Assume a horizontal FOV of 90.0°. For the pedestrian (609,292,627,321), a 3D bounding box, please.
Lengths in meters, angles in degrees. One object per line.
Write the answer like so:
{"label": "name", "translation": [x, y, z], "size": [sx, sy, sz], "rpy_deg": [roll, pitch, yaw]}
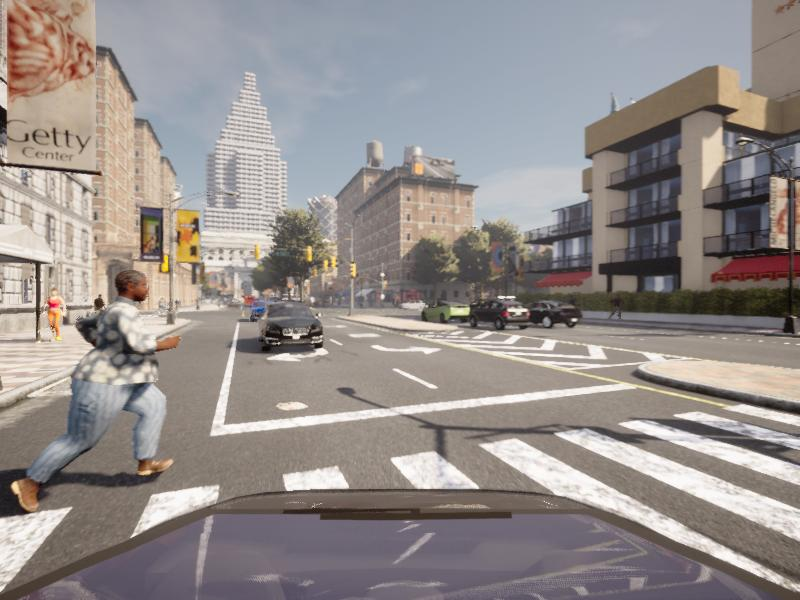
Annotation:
{"label": "pedestrian", "translation": [14.294, 0.437, 26.247], "size": [0.751, 1.860, 0.751], "rpy_deg": [0, 0, -24]}

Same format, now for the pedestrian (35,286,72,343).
{"label": "pedestrian", "translation": [-11.701, 0.470, 13.550], "size": [0.751, 1.860, 0.751], "rpy_deg": [0, 0, -23]}

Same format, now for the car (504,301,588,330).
{"label": "car", "translation": [8.407, 0.804, 23.584], "size": [1.837, 1.490, 4.892], "rpy_deg": [0, 0, -21]}

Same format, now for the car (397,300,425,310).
{"label": "car", "translation": [1.661, 0.739, 58.570], "size": [3.633, 1.501, 1.845], "rpy_deg": [0, 0, -22]}

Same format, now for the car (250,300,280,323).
{"label": "car", "translation": [-9.971, 0.783, 29.334], "size": [1.882, 1.535, 5.008], "rpy_deg": [0, 0, -21]}

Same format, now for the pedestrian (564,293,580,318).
{"label": "pedestrian", "translation": [13.211, 0.431, 30.729], "size": [0.751, 1.860, 0.751], "rpy_deg": [0, 0, -20]}

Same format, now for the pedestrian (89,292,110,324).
{"label": "pedestrian", "translation": [-17.991, 0.457, 23.976], "size": [0.751, 1.860, 0.751], "rpy_deg": [0, 0, -14]}

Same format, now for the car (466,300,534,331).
{"label": "car", "translation": [5.327, 0.778, 21.850], "size": [1.789, 1.549, 3.705], "rpy_deg": [0, 0, -21]}

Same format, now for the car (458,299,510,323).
{"label": "car", "translation": [6.081, 0.740, 29.507], "size": [1.851, 1.617, 3.988], "rpy_deg": [0, 0, -22]}

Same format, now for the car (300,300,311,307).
{"label": "car", "translation": [-21.045, 0.698, 88.935], "size": [1.801, 1.575, 5.366], "rpy_deg": [0, 0, -21]}

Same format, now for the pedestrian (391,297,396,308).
{"label": "pedestrian", "translation": [-1.068, 0.382, 68.828], "size": [0.751, 1.860, 0.751], "rpy_deg": [0, 0, -16]}

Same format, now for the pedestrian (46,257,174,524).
{"label": "pedestrian", "translation": [-2.309, 0.632, 3.297], "size": [0.751, 1.860, 0.751], "rpy_deg": [0, 0, -28]}

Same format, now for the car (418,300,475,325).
{"label": "car", "translation": [3.058, 0.785, 27.602], "size": [2.007, 1.525, 4.514], "rpy_deg": [0, 0, -21]}

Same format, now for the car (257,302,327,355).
{"label": "car", "translation": [-3.934, 0.824, 13.976], "size": [1.837, 1.490, 4.892], "rpy_deg": [0, 0, -21]}

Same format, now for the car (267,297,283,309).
{"label": "car", "translation": [-20.953, 0.482, 66.833], "size": [2.150, 2.045, 5.566], "rpy_deg": [0, 0, -21]}
